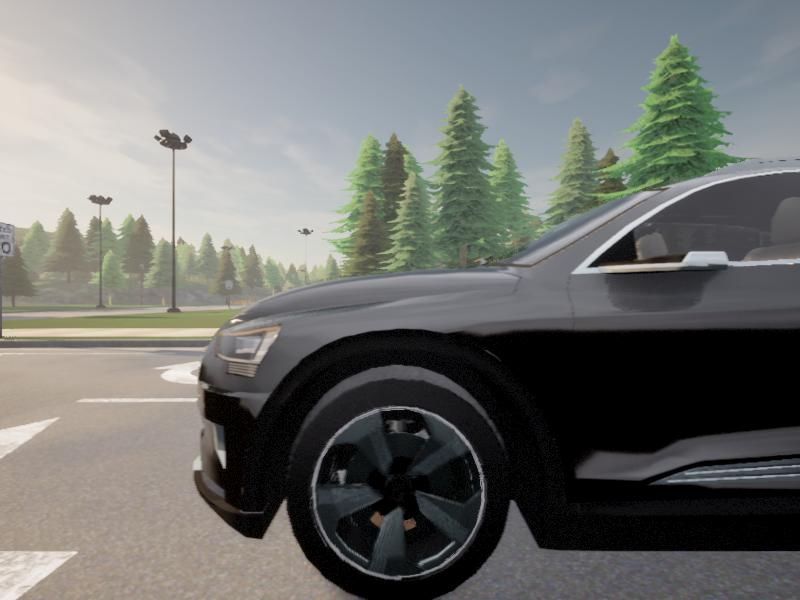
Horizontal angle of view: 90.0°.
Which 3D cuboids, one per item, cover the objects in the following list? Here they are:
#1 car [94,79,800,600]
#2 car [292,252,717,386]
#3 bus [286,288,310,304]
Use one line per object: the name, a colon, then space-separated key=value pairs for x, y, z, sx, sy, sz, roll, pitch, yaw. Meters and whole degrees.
car: x=1.510 y=0.179 z=2.233 sx=4.856 sy=1.649 sz=2.033 roll=0 pitch=0 yaw=0
car: x=1.220 y=0.223 z=5.708 sx=4.974 sy=1.542 sz=2.038 roll=0 pitch=0 yaw=0
bus: x=-28.312 y=-1.119 z=111.349 sx=3.944 sy=4.253 sz=10.273 roll=0 pitch=0 yaw=1
